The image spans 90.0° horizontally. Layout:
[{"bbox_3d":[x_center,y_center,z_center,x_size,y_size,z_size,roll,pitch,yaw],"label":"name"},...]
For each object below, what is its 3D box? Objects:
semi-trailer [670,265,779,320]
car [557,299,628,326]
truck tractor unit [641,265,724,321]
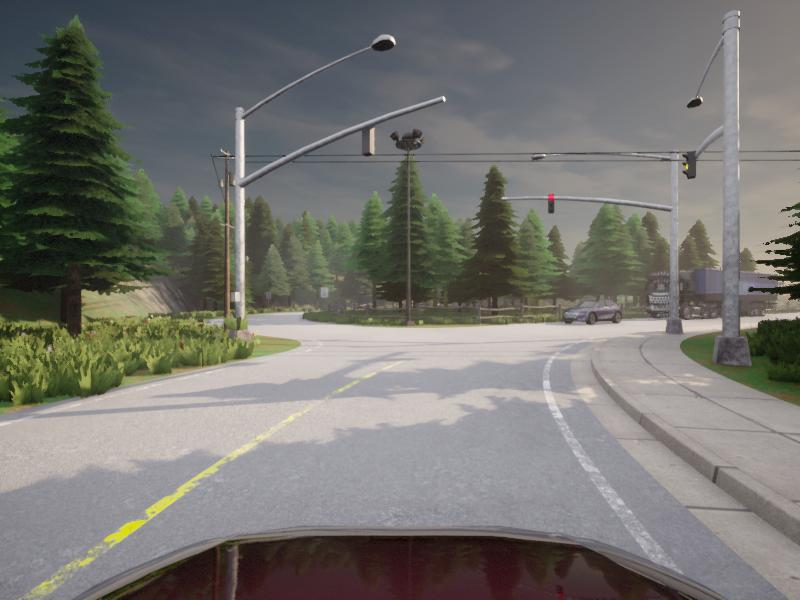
[{"bbox_3d":[30.078,-0.617,36.728,14.254,4.402,2.717,0,0,-29],"label":"semi-trailer"},{"bbox_3d":[13.015,0.778,26.981,4.856,1.649,2.033,0,0,-31],"label":"car"},{"bbox_3d":[23.182,-0.505,32.835,6.516,4.208,3.053,0,0,-29],"label":"truck tractor unit"}]
